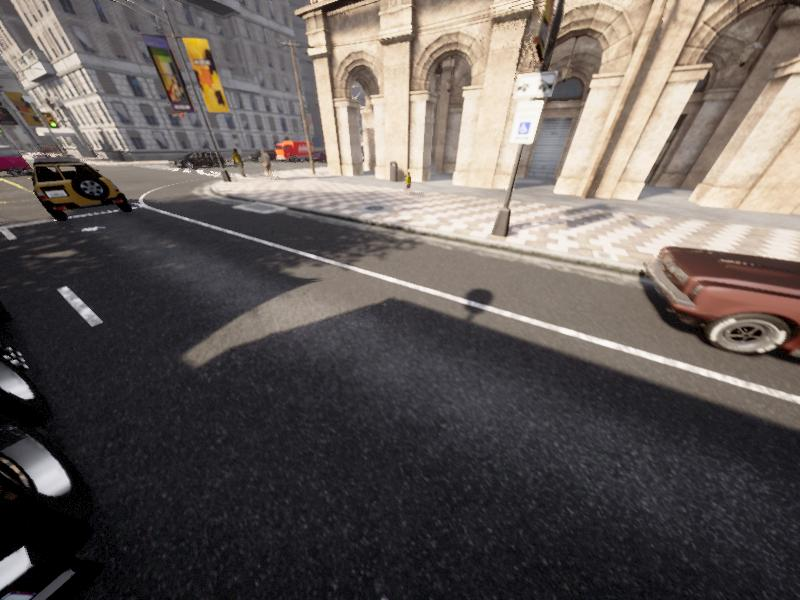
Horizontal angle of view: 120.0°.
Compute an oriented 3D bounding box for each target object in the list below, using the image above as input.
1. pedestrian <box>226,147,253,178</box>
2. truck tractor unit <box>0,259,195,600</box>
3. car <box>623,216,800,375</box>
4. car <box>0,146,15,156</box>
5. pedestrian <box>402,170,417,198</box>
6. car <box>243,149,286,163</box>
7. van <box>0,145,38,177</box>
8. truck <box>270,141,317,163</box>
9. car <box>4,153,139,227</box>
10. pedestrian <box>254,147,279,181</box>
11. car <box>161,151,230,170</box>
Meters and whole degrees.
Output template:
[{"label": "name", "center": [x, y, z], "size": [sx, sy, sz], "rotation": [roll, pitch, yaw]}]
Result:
[{"label": "pedestrian", "center": [-11.470, -9.834, 16.523], "size": [0.751, 1.860, 0.751], "rotation": [9, 35, 12]}, {"label": "truck tractor unit", "center": [-5.088, -0.326, 0.800], "size": [6.516, 4.208, 3.053], "rotation": [19, 38, 24]}, {"label": "car", "center": [6.214, 0.193, 2.795], "size": [4.718, 1.301, 1.895], "rotation": [18, 38, 24]}, {"label": "car", "center": [-69.340, -25.188, 39.022], "size": [1.812, 1.442, 4.674], "rotation": [-10, 35, -15]}, {"label": "pedestrian", "center": [0.458, -5.579, 11.096], "size": [0.500, 1.100, 0.500], "rotation": [27, 42, 34]}, {"label": "car", "center": [-19.259, -20.734, 33.132], "size": [1.837, 1.490, 4.892], "rotation": [18, 38, 24]}, {"label": "van", "center": [-30.618, -9.904, 16.546], "size": [1.775, 1.987, 4.442], "rotation": [18, 38, 24]}, {"label": "truck", "center": [-15.104, -21.222, 33.059], "size": [2.627, 2.467, 5.204], "rotation": [18, 37, 24]}, {"label": "car", "center": [-12.380, -4.397, 8.788], "size": [4.605, 1.855, 1.932], "rotation": [24, 41, 30]}, {"label": "pedestrian", "center": [-8.867, -9.037, 15.386], "size": [0.751, 1.860, 0.751], "rotation": [25, 41, 32]}, {"label": "car", "center": [-21.072, -14.662, 24.150], "size": [1.837, 1.490, 4.892], "rotation": [15, 36, 21]}]
